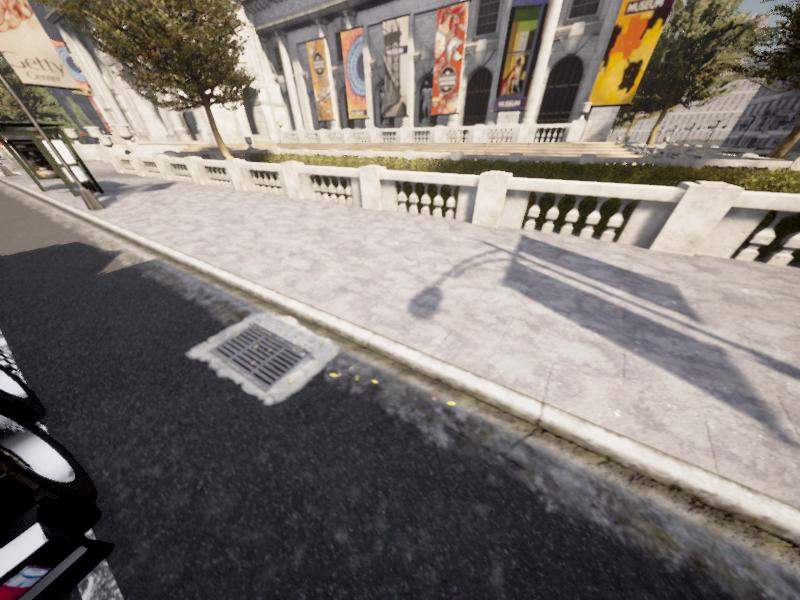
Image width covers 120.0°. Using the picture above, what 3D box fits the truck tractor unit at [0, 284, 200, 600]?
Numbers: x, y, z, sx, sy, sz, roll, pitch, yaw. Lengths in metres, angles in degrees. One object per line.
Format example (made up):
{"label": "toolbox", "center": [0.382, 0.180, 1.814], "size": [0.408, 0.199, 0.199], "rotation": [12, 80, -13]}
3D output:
{"label": "truck tractor unit", "center": [-5.142, -0.269, 0.731], "size": [6.516, 4.208, 3.053], "rotation": [17, 38, 23]}
